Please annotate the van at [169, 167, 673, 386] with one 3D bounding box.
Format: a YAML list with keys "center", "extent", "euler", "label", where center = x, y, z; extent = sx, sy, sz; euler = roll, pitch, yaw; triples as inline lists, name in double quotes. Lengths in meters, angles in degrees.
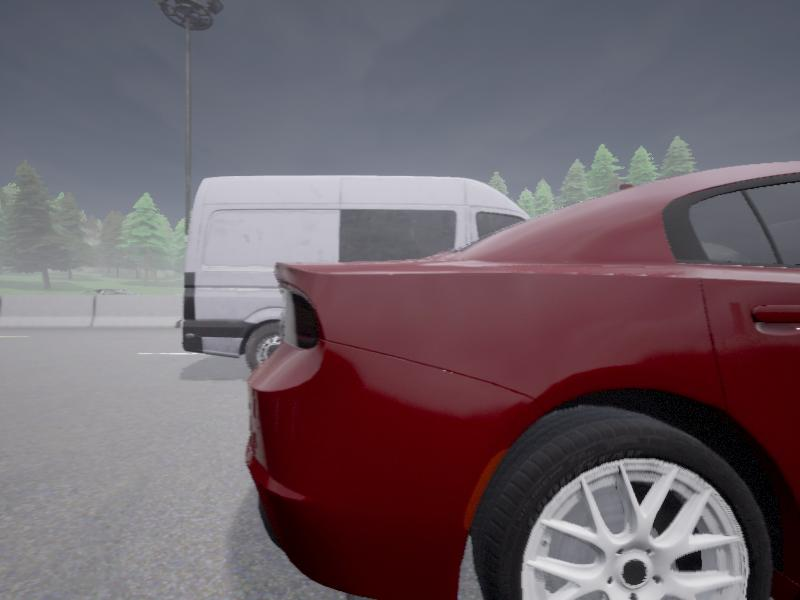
- center: [0.246, -0.277, 5.698]
  extent: [5.915, 2.561, 1.988]
  euler: [0, 0, 0]
  label: "van"

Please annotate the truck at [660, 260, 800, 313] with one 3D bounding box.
- center: [24.786, -0.947, 30.206]
  extent: [8.468, 3.827, 2.891]
  euler: [0, 0, 0]
  label: "truck"

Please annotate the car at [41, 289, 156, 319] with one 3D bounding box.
- center: [-17.328, 0.201, 23.200]
  extent: [5.027, 1.651, 2.152]
  euler: [0, 0, 0]
  label: "car"

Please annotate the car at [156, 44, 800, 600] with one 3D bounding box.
- center: [1.923, 0.222, 1.941]
  extent: [5.008, 1.535, 1.882]
  euler: [0, 0, -3]
  label: "car"

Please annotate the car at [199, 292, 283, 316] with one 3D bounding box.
- center: [-10.528, 0.259, 26.700]
  extent: [4.892, 1.490, 1.837]
  euler: [0, 0, 0]
  label: "car"

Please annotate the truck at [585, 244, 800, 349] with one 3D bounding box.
- center: [7.957, -0.065, 9.200]
  extent: [6.274, 2.098, 2.390]
  euler: [0, 0, 0]
  label: "truck"
